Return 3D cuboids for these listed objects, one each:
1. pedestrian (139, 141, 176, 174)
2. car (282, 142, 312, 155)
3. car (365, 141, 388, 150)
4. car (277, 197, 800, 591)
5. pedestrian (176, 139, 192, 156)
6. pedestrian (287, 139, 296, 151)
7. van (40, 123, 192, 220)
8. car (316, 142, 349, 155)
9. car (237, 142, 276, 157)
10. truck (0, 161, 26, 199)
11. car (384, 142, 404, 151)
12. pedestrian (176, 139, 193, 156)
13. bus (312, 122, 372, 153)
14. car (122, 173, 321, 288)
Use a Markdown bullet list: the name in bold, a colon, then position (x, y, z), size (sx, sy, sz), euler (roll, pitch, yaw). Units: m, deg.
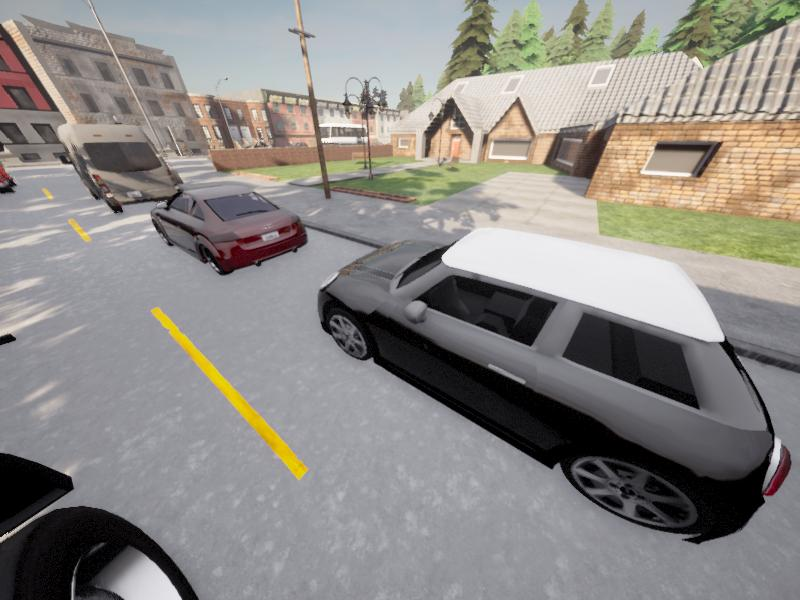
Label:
- **pedestrian**: position (-16.457, -9.718, 15.742), size (0.751, 1.860, 0.751), euler (3, 35, 4)
- **car**: position (-16.234, -23.979, 36.514), size (1.845, 1.501, 3.633), euler (22, 41, 28)
- **car**: position (-4.973, -33.159, 49.581), size (1.801, 1.575, 5.366), euler (22, 41, 28)
- **car**: position (0.873, 0.074, 2.535), size (3.806, 1.475, 1.970), euler (22, 41, 28)
- **pedestrian**: position (-28.065, -19.788, 29.971), size (0.751, 1.860, 0.751), euler (-30, 45, -35)
- **pedestrian**: position (-19.774, -28.190, 42.043), size (0.751, 1.860, 0.751), euler (16, 38, 21)
- **van**: position (-11.091, -5.198, 9.014), size (5.915, 2.561, 1.988), euler (23, 41, 28)
- **car**: position (-10.735, -24.457, 37.225), size (1.882, 1.535, 5.008), euler (22, 41, 28)
- **car**: position (-19.900, -21.031, 32.235), size (1.851, 1.617, 3.988), euler (22, 41, 28)
- **truck**: position (-19.931, -6.004, 10.152), size (5.204, 2.467, 2.627), euler (22, 41, 28)
- **car**: position (-1.168, -32.203, 48.369), size (1.812, 1.442, 4.674), euler (22, 41, 28)
- **pedestrian**: position (-27.604, -19.539, 29.620), size (0.751, 1.860, 0.751), euler (27, 43, 32)
- **bus**: position (-10.228, -29.852, 42.531), size (3.944, 4.253, 10.273), euler (22, 41, 28)
- **car**: position (-4.190, -1.949, 5.465), size (4.181, 1.385, 1.994), euler (22, 41, 28)
